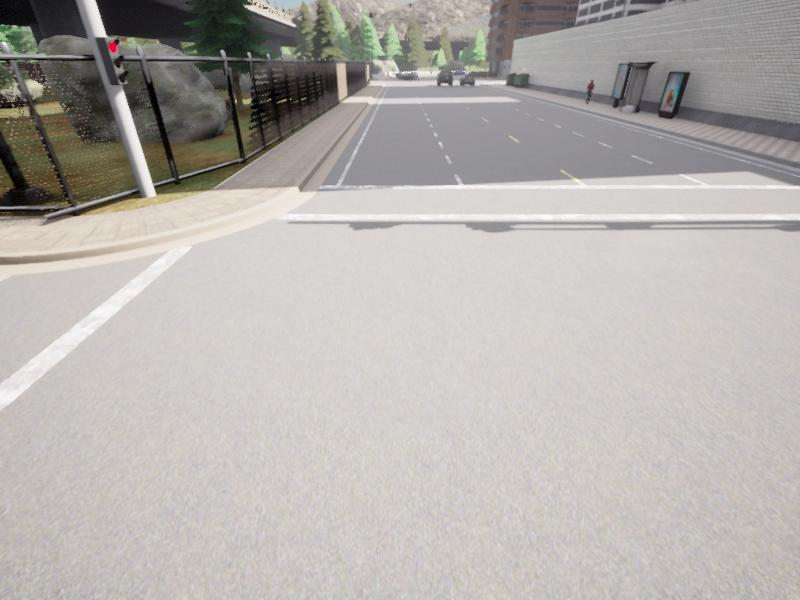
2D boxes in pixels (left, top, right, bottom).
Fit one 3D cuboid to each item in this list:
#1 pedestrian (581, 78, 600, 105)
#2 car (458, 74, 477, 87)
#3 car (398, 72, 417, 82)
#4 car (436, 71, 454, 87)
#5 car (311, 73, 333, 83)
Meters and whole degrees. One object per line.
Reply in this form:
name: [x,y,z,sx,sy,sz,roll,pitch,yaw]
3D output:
pedestrian: [14.804,-16.226,31.170,0.751,1.860,0.751,2,31,3]
car: [10.493,-34.306,62.370,2.033,1.649,4.856,0,31,0]
car: [1.424,-44.502,79.840,3.705,1.549,1.789,0,31,0]
car: [6.993,-34.515,62.333,2.150,2.045,5.566,0,31,0]
car: [-14.389,-40.950,73.839,3.705,1.549,1.789,0,31,0]
